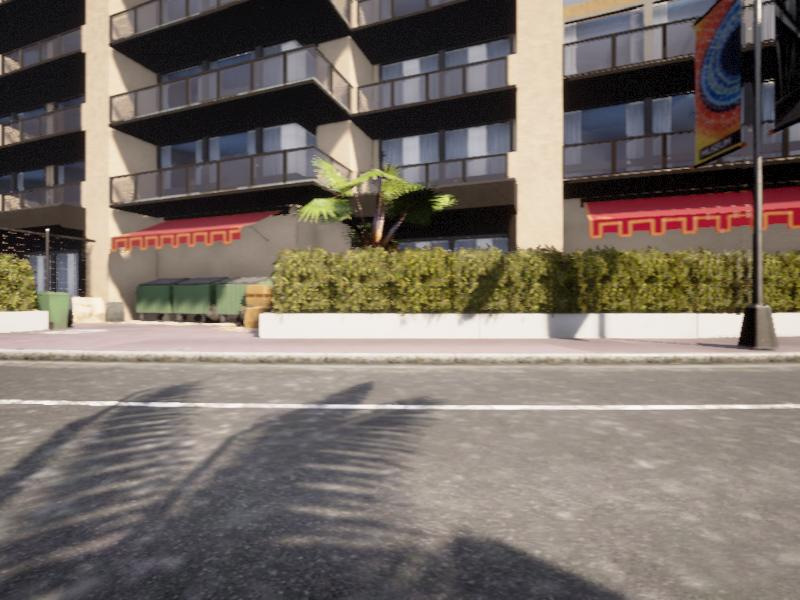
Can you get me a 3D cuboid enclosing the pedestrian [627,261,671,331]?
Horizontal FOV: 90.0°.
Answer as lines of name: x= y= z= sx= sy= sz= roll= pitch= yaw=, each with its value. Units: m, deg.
pedestrian: x=6.840 y=-0.111 z=11.025 sx=0.751 sy=1.860 sz=0.751 roll=0 pitch=0 yaw=-3
